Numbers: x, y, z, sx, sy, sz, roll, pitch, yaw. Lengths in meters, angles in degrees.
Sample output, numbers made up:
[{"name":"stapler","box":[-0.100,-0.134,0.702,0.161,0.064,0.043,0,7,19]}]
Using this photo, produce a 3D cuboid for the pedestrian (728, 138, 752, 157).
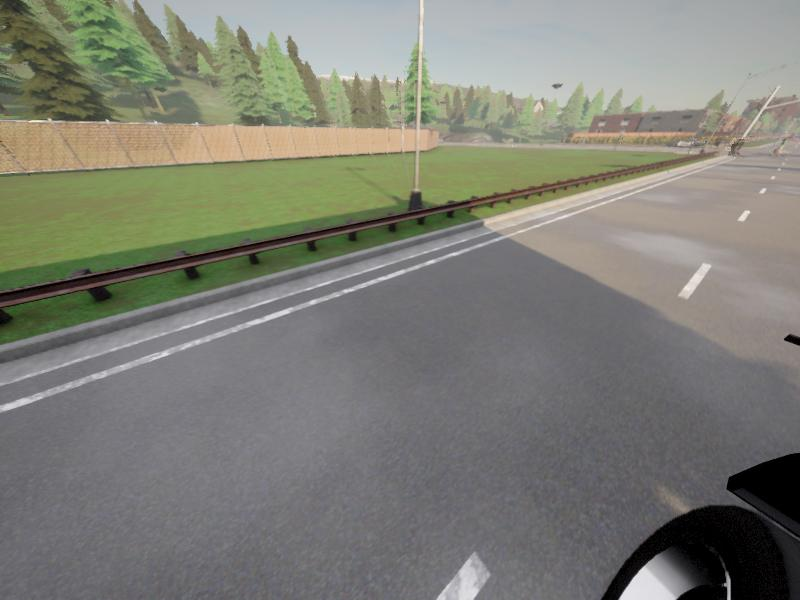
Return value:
[{"name":"pedestrian","box":[41.479,-18.645,28.230,0.751,1.860,0.751,26,43,32]}]

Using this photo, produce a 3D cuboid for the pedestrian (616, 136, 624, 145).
[{"name":"pedestrian","box":[58.594,-42.533,61.614,0.751,1.860,0.751,-23,41,-28]}]

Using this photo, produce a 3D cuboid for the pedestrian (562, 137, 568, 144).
[{"name":"pedestrian","box":[51.300,-49.733,71.881,0.751,1.860,0.751,8,36,11]}]

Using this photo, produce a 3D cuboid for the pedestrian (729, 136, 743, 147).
[{"name":"pedestrian","box":[70.186,-33.157,48.225,0.751,1.860,0.751,-14,38,-19]}]

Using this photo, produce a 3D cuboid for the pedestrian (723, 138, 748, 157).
[{"name":"pedestrian","box":[40.732,-18.507,28.043,0.751,1.860,0.751,-14,37,-19]}]

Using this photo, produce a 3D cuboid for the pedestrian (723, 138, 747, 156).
[{"name":"pedestrian","box":[41.638,-19.020,28.760,0.751,1.860,0.751,19,40,25]}]

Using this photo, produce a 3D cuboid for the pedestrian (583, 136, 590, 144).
[{"name":"pedestrian","box":[54.039,-46.268,66.947,0.751,1.860,0.751,-21,40,-27]}]

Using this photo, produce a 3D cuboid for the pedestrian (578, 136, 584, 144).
[{"name":"pedestrian","box":[53.166,-46.878,67.820,0.751,1.860,0.751,-21,40,-26]}]

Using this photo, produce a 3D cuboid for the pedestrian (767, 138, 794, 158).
[{"name":"pedestrian","box":[42.792,-17.098,26.028,0.751,1.860,0.751,-24,41,-29]}]

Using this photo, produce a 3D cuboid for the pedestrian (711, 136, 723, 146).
[{"name":"pedestrian","box":[69.822,-35.019,50.865,0.751,1.860,0.751,-25,42,-31]}]

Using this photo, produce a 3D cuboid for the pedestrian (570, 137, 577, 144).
[{"name":"pedestrian","box":[51.964,-47.781,69.110,0.751,1.860,0.751,-20,40,-26]}]

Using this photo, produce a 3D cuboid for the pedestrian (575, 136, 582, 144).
[{"name":"pedestrian","box":[52.907,-47.222,68.310,0.751,1.860,0.751,-2,35,-3]}]

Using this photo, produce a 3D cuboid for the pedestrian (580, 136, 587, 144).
[{"name":"pedestrian","box":[53.546,-46.590,67.408,0.751,1.860,0.751,-21,40,-27]}]

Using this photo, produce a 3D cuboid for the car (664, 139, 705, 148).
[{"name":"car","box":[59.184,-32.640,48.142,2.038,1.542,4.974,-22,40,-27]}]

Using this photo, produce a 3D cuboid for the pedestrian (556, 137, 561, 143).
[{"name":"pedestrian","box":[52.907,-53.382,77.030,0.751,1.860,0.751,7,36,11]}]

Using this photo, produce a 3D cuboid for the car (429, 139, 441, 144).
[{"name":"car","box":[12.350,-56.460,82.430,1.816,1.474,4.193,-22,41,-28]}]
